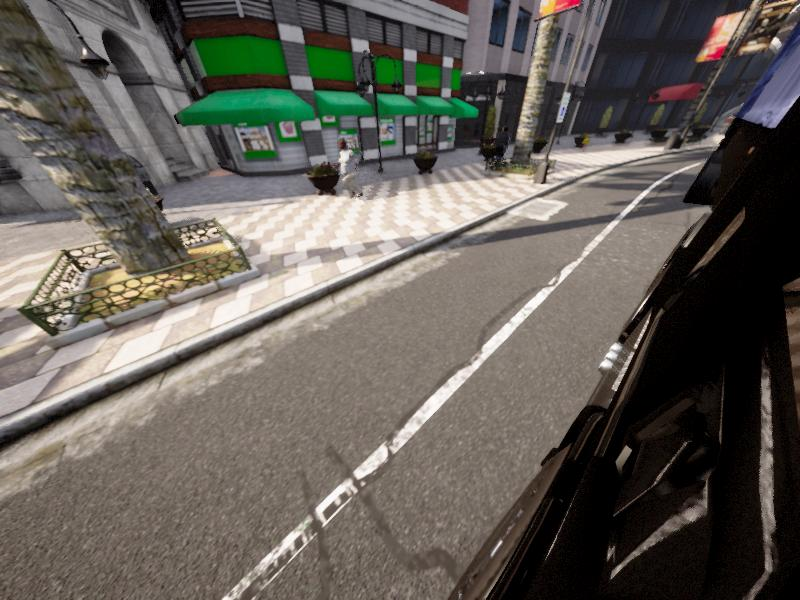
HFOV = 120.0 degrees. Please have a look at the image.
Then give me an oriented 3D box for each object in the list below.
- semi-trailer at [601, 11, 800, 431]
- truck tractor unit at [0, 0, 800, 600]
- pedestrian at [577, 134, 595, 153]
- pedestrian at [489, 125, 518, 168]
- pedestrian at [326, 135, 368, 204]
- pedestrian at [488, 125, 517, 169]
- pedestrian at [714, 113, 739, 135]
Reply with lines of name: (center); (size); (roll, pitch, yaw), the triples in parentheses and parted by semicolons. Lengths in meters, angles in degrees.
semi-trailer: (8.547, -3.708, 4.366); (14.254, 4.402, 2.717); (-30, 45, -31)
truck tractor unit: (2.645, -0.295, 0.351); (6.516, 4.208, 3.053); (-28, 44, -30)
pedestrian: (13.134, -11.049, 16.328); (0.500, 1.100, 0.500); (-22, 41, -24)
pedestrian: (5.605, -8.359, 12.585); (0.751, 1.860, 0.751); (-25, 42, -27)
pedestrian: (-1.716, -4.312, 7.654); (0.751, 1.860, 0.751); (-32, 46, -33)
pedestrian: (5.394, -8.078, 12.224); (0.751, 1.860, 0.751); (-21, 41, -23)
pedestrian: (35.134, -18.980, 24.887); (0.751, 1.860, 0.751); (-32, 46, -33)
